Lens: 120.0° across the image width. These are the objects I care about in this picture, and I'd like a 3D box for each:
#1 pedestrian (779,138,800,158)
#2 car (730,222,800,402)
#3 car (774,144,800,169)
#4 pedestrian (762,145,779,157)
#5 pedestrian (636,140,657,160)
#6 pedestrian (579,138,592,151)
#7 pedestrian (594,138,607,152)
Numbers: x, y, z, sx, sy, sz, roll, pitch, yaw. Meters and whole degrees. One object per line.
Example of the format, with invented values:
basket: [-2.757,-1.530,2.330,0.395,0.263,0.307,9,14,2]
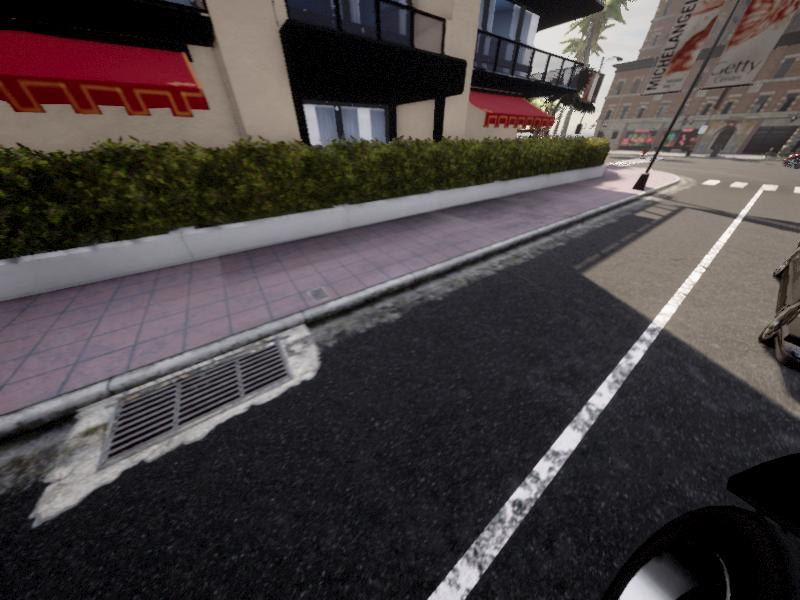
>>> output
pedestrian: [43.263,-16.756,25.437,0.751,1.860,0.751,-22,41,-28]
car: [6.650,-0.161,2.878,5.357,1.411,2.033,-22,41,-28]
car: [33.605,-10.735,17.480,2.152,1.651,5.027,-6,36,-8]
pedestrian: [43.927,-17.675,27.395,0.500,1.100,0.500,-14,37,-18]
pedestrian: [27.732,-16.897,26.017,0.751,1.860,0.751,-24,42,-30]
pedestrian: [30.883,-25.903,38.506,0.751,1.860,0.751,-11,36,-14]
pedestrian: [31.960,-24.732,36.836,0.751,1.860,0.751,-13,37,-17]
